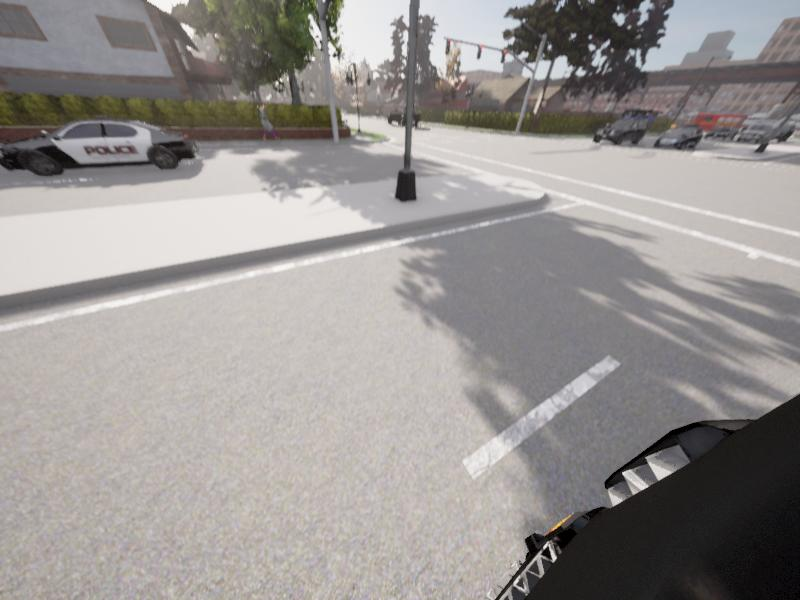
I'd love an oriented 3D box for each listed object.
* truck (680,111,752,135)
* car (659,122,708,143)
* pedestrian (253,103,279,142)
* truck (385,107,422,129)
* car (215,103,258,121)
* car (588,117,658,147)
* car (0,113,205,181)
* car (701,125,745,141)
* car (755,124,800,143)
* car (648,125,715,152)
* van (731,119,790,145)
[{"bbox_3d":[70.824,-40.119,52.159,2.891,3.827,8.468,-18,44,-23],"label":"truck"},{"bbox_3d":[33.654,-19.926,27.462,4.605,1.855,1.932,-18,44,-23],"label":"car"},{"bbox_3d":[-8.174,-10.850,14.143,0.751,1.860,0.751,-22,45,-27],"label":"pedestrian"},{"bbox_3d":[0.367,-25.990,32.922,2.390,2.098,6.274,-18,44,-23],"label":"truck"},{"bbox_3d":[-19.101,-22.062,27.153,3.806,1.475,1.970,-18,44,-23],"label":"car"},{"bbox_3d":[21.020,-15.910,21.851,5.566,2.045,2.150,-17,44,-22],"label":"car"},{"bbox_3d":[-10.273,-5.460,8.066,4.974,1.542,2.038,-18,44,-23],"label":"car"},{"bbox_3d":[46.391,-23.961,33.171,5.027,1.651,2.152,-18,44,-23],"label":"car"},{"bbox_3d":[56.069,-24.728,34.258,5.566,2.045,2.150,-18,44,-23],"label":"car"},{"bbox_3d":[25.132,-14.492,20.670,4.856,1.649,2.033,-19,44,-22],"label":"car"},{"bbox_3d":[46.900,-21.896,30.077,6.366,2.431,2.351,-18,44,-23],"label":"van"}]
